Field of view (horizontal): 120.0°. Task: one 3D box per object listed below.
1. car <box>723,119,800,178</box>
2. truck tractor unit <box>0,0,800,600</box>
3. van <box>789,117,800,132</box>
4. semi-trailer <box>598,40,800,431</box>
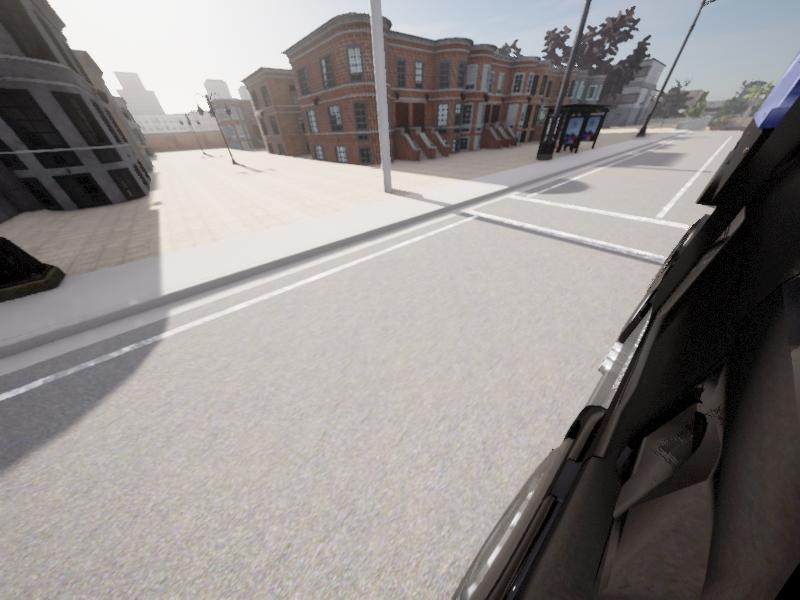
[{"bbox_3d":[16.560,-6.747,10.088,4.553,1.767,2.097,-28,44,-30],"label":"car"},{"bbox_3d":[2.645,-0.295,0.351,6.516,4.208,3.053,-28,44,-30],"label":"truck tractor unit"},{"bbox_3d":[47.022,-20.538,26.014,5.915,2.561,1.988,-27,44,-31],"label":"van"},{"bbox_3d":[8.687,-3.617,4.232,14.254,4.402,2.717,-28,44,-30],"label":"semi-trailer"}]
